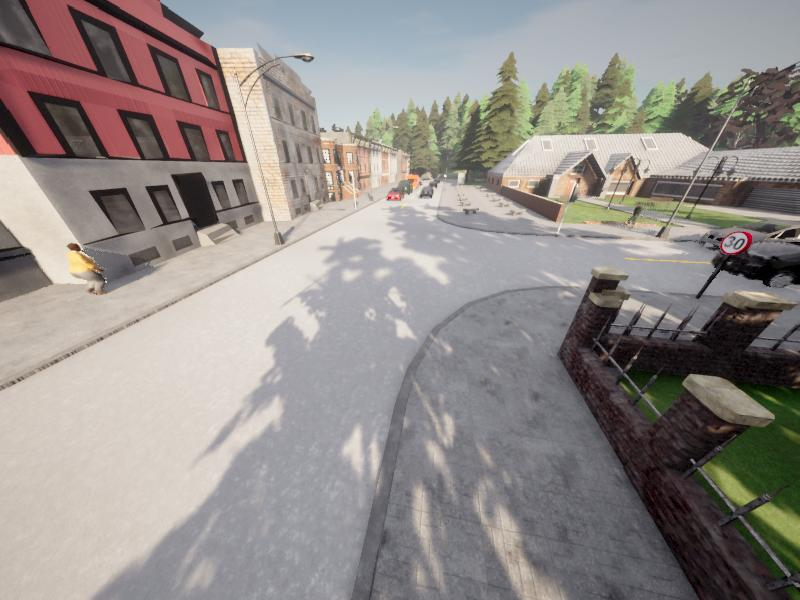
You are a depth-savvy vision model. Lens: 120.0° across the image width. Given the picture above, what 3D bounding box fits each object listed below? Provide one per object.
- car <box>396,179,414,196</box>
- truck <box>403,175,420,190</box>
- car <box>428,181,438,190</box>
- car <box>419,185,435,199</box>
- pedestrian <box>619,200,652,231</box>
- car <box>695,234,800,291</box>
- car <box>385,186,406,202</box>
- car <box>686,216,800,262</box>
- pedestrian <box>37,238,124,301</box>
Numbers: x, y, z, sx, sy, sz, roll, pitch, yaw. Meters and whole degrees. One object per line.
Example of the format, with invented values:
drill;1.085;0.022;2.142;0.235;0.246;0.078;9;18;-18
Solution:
car;0.881;-19.039;38.936;2.150;2.045;5.566;5;30;9
truck;2.388;-23.451;46.087;2.627;2.467;5.204;5;29;9
car;7.141;-24.765;49.790;1.837;1.490;4.892;5;30;9
car;4.183;-16.587;35.341;2.033;1.411;5.357;5;30;9
pedestrian;16.335;-5.883;16.061;0.751;1.860;0.751;9;31;15
car;15.703;-1.409;8.909;5.008;1.535;1.882;6;30;9
car;-0.536;-14.777;32.073;2.007;1.525;4.514;5;30;9
car;18.859;-3.159;11.807;4.611;1.667;2.242;5;30;9
pedestrian;-10.417;-1.004;7.628;0.751;1.860;0.751;6;30;10
